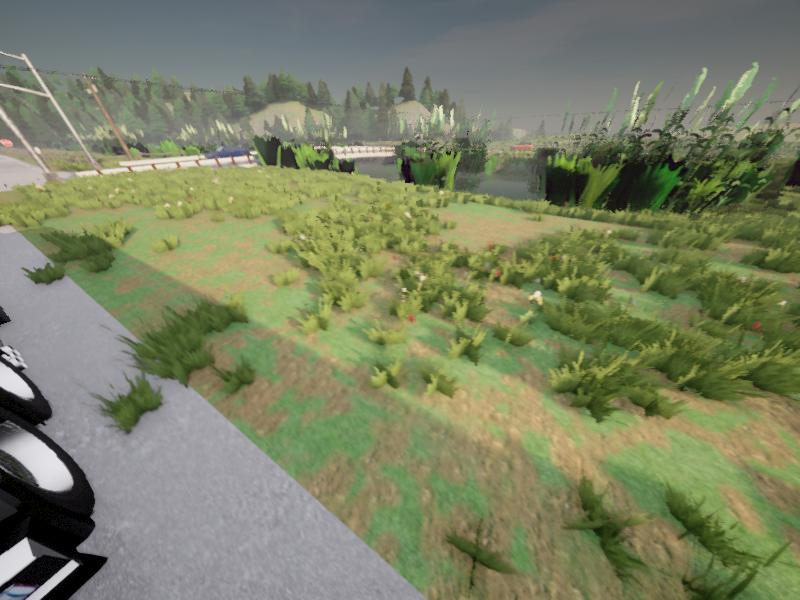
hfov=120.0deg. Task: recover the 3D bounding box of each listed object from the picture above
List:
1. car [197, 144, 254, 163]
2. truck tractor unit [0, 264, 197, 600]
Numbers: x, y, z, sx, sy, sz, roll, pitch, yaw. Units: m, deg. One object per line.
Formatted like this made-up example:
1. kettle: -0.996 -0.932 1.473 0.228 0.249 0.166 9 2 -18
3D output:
1. car: -19.682 -16.723 26.299 1.812 1.442 4.674 22 43 29
2. truck tractor unit: -5.111 -0.300 0.786 6.516 4.208 3.053 18 39 24
